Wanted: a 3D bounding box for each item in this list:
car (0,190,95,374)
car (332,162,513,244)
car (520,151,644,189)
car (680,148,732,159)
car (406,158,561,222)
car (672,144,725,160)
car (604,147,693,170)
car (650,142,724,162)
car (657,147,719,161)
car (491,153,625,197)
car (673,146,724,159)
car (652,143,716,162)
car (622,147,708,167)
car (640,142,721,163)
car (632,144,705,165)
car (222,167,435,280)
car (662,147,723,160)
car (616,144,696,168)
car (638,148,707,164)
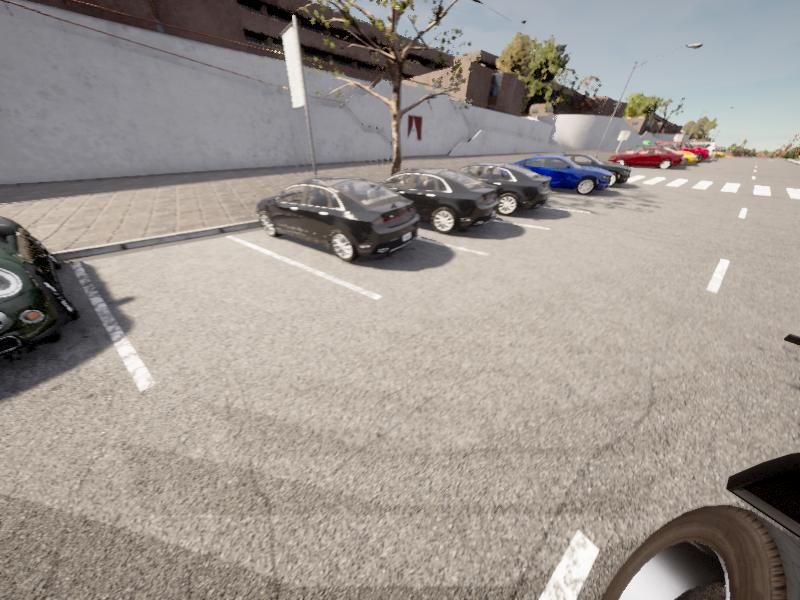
[{"bbox_3d":[-6.710,-0.438,3.076,4.553,1.767,2.185,22,40,29],"label":"car"},{"bbox_3d":[0.529,-3.329,7.309,4.892,1.521,2.231,20,40,28],"label":"car"},{"bbox_3d":[9.948,-7.488,13.142,5.008,1.535,2.097,19,39,27],"label":"car"},{"bbox_3d":[57.222,-27.562,43.373,5.366,1.575,1.946,20,38,26],"label":"car"},{"bbox_3d":[2.905,-4.356,8.743,4.892,1.521,2.231,20,40,28],"label":"car"},{"bbox_3d":[47.739,-23.835,37.151,4.442,1.987,1.878,20,38,26],"label":"car"},{"bbox_3d":[21.727,-12.671,20.598,5.008,1.535,2.097,19,39,26],"label":"car"},{"bbox_3d":[38.188,-19.953,31.069,5.566,2.045,2.435,20,38,26],"label":"car"},{"bbox_3d":[40.565,-20.729,32.732,5.008,1.535,2.097,20,38,26],"label":"car"},{"bbox_3d":[7.601,-6.443,11.668,5.008,1.535,2.097,20,39,27],"label":"car"},{"bbox_3d":[49.969,-24.779,38.802,4.553,1.767,2.185,20,38,26],"label":"car"},{"bbox_3d":[35.956,-18.896,29.500,4.442,1.987,1.878,20,38,26],"label":"car"},{"bbox_3d":[26.595,-14.668,23.534,5.366,1.575,1.946,19,38,26],"label":"car"},{"bbox_3d":[33.529,-17.946,28.006,5.566,2.045,2.435,20,38,26],"label":"car"},{"bbox_3d":[28.764,-15.844,25.068,4.553,1.767,2.185,20,38,26],"label":"car"},{"bbox_3d":[-1.860,-2.313,5.894,4.892,1.521,2.231,21,40,28],"label":"car"},{"bbox_3d":[45.120,-22.753,35.867,5.366,1.575,1.946,20,38,26],"label":"car"},{"bbox_3d":[24.052,-13.813,22.052,4.553,1.767,2.185,19,39,26],"label":"car"},{"bbox_3d":[31.142,-16.708,26.661,4.674,1.452,2.002,20,38,26],"label":"car"}]
